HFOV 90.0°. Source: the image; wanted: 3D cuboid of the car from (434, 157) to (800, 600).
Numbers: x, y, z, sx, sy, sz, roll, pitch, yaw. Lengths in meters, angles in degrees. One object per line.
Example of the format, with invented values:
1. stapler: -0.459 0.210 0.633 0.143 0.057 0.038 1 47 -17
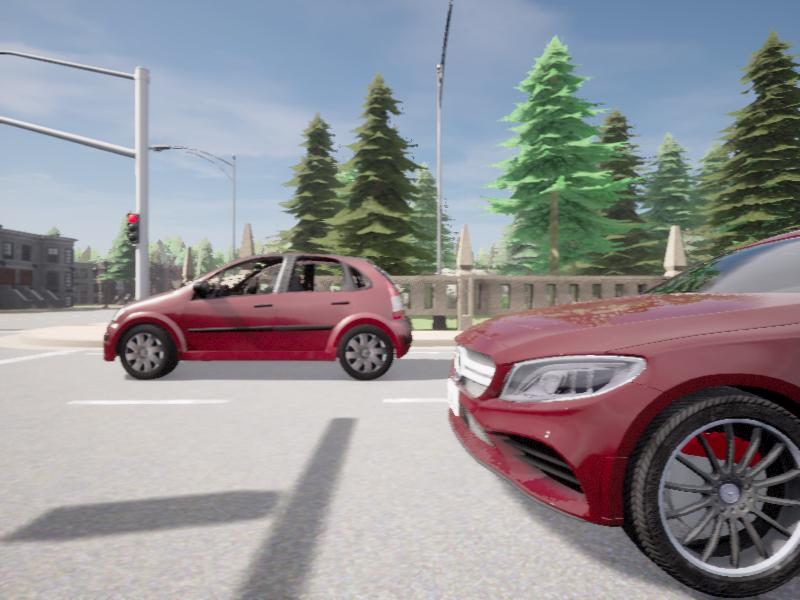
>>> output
1. car: 2.620 0.266 2.239 4.674 1.442 1.812 0 0 -2

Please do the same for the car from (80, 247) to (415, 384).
1. car: -1.808 0.178 5.675 3.988 1.617 1.851 0 0 1
